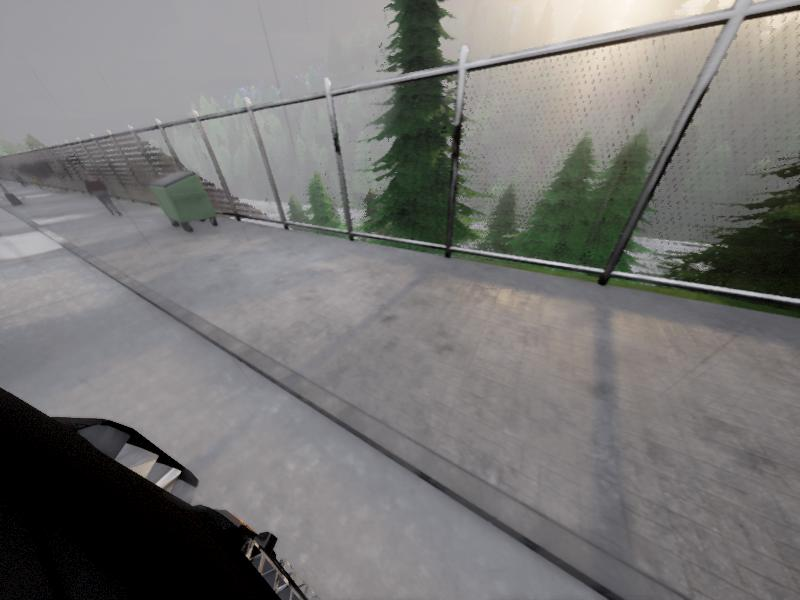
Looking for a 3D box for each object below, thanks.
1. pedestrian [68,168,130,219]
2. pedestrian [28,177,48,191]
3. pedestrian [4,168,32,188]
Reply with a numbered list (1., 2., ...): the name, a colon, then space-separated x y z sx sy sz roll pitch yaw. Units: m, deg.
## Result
1. pedestrian: -12.843 -4.579 9.917 0.751 1.860 0.751 16 38 26
2. pedestrian: -34.129 -10.949 21.765 0.500 1.100 0.500 15 37 24
3. pedestrian: -42.349 -13.554 25.604 0.751 1.860 0.751 17 38 27
